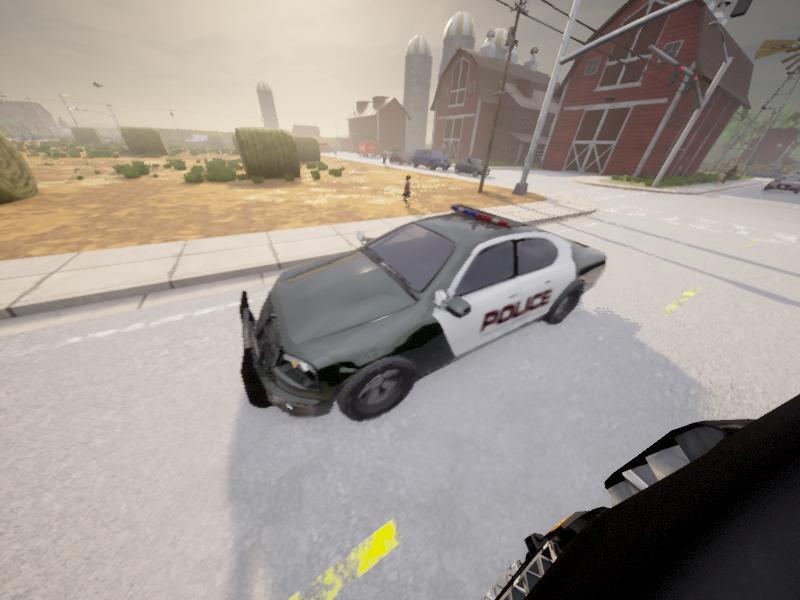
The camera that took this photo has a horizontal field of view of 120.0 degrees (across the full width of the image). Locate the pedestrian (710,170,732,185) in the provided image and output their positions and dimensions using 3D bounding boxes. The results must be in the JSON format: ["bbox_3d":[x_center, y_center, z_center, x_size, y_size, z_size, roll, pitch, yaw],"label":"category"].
[{"bbox_3d":[33.875,-12.898,24.376,0.751,1.300,0.751,-17,38,-27],"label":"pedestrian"}]

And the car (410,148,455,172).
[{"bbox_3d":[3.632,-16.582,27.222,2.150,2.045,5.566,-17,38,-27],"label":"car"}]

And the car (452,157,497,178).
[{"bbox_3d":[7.183,-13.052,22.647,1.845,1.501,3.633,-17,39,-27],"label":"car"}]

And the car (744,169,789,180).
[{"bbox_3d":[67.525,-23.209,42.660,1.994,1.385,4.181,-22,41,-32],"label":"car"}]

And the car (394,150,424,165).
[{"bbox_3d":[1.329,-22.210,35.880,2.152,1.651,5.027,-17,39,-27],"label":"car"}]

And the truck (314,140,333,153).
[{"bbox_3d":[-18.846,-37.632,56.756,2.627,2.467,5.204,-17,39,-27],"label":"truck"}]

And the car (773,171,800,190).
[{"bbox_3d":[45.373,-13.654,26.390,5.238,1.638,1.930,-17,38,-27],"label":"car"}]

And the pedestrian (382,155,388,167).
[{"bbox_3d":[-1.650,-15.183,25.260,0.500,1.100,0.500,28,41,33],"label":"pedestrian"}]

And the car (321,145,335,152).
[{"bbox_3d":[-19.903,-41.907,63.895,2.038,1.542,4.974,-17,39,-27],"label":"car"}]

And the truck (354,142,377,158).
[{"bbox_3d":[-6.941,-30.252,46.570,2.627,2.467,5.204,-17,38,-27],"label":"truck"}]

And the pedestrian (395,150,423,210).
[{"bbox_3d":[0.286,-4.341,8.450,0.751,1.860,0.751,-3,34,-9],"label":"pedestrian"}]

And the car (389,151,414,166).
[{"bbox_3d":[0.121,-19.620,31.964,1.789,1.549,3.705,-17,39,-27],"label":"car"}]

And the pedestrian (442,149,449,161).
[{"bbox_3d":[8.679,-27.843,44.378,0.751,1.860,0.751,-18,39,-28],"label":"pedestrian"}]

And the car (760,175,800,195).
[{"bbox_3d":[37.457,-11.201,22.356,4.181,1.385,1.994,-16,38,-27],"label":"car"}]

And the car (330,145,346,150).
[{"bbox_3d":[-22.843,-56.250,85.263,4.974,1.542,2.038,-17,38,-27],"label":"car"}]

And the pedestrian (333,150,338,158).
[{"bbox_3d":[-10.212,-23.162,36.596,0.500,1.100,0.500,-21,40,-31],"label":"pedestrian"}]

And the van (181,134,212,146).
[{"bbox_3d":[-58.356,-46.075,66.405,5.915,2.561,1.988,-17,38,-27],"label":"van"}]

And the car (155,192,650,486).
[{"bbox_3d":[0.646,-0.357,3.142,4.974,1.542,2.038,-16,38,-26],"label":"car"}]

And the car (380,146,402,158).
[{"bbox_3d":[-1.757,-29.702,46.376,3.866,1.878,1.905,9,40,13],"label":"car"}]

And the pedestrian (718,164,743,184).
[{"bbox_3d":[36.544,-13.904,25.582,0.751,1.860,0.751,-19,39,-29],"label":"pedestrian"}]
